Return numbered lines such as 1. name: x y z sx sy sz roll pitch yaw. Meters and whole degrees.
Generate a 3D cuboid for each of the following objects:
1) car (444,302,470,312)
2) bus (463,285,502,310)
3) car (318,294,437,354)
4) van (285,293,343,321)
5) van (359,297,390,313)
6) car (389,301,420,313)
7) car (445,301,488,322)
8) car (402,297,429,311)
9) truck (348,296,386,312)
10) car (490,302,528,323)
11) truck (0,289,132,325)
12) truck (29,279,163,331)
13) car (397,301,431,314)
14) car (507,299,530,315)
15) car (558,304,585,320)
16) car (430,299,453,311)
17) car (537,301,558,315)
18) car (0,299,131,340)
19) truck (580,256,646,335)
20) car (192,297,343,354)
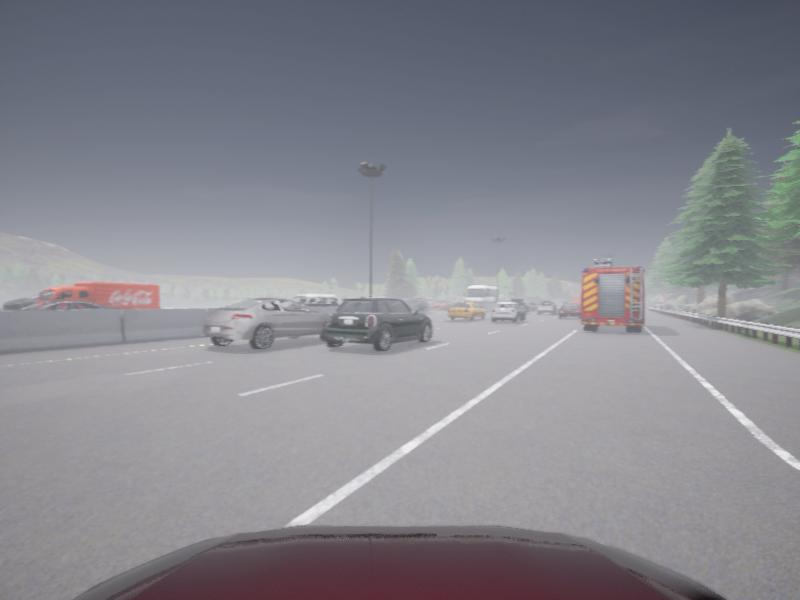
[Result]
1. car: 8.669 0.985 60.454 2.033 1.411 5.357 0 0 29
2. bus: 15.026 -0.398 71.883 3.944 4.253 10.273 0 0 29
3. car: -0.565 0.698 14.122 2.097 1.767 4.553 0 0 29
4. van: -6.789 0.542 31.994 2.069 2.038 4.480 0 0 29
5. van: -3.317 0.568 53.053 2.069 2.038 4.480 0 1 28
6. car: 0.706 0.858 53.125 2.038 1.542 4.974 0 0 29
7. car: 5.582 0.856 32.768 1.801 1.575 5.366 0 0 29
8. car: 2.524 0.617 63.801 2.150 2.045 5.566 0 0 29
9. truck: -4.698 0.539 57.834 2.390 2.098 6.274 0 0 29
10. car: 8.349 0.926 30.526 1.970 1.475 3.806 0 0 28
11. truck: -21.757 0.405 26.429 2.390 2.098 6.274 0 0 29
12. truck: -16.303 0.254 21.829 2.627 2.467 5.204 0 0 28
13. car: 1.726 0.872 47.670 2.128 1.511 4.902 0 0 28
14. car: 14.759 0.775 49.661 1.905 1.878 3.866 0 0 29
15. car: 16.070 1.074 37.414 1.895 1.301 4.718 0 0 29
16. car: 6.717 0.773 64.188 2.097 1.767 4.553 0 0 29
17. car: 17.498 0.933 47.372 1.851 1.617 3.988 0 0 29
18. car: -14.804 0.742 17.232 2.128 1.511 4.902 0 0 28
19. truck: 12.694 -0.221 23.848 2.891 3.827 8.468 0 0 29
20. car: -4.428 0.757 14.344 2.152 1.651 5.027 0 0 29
